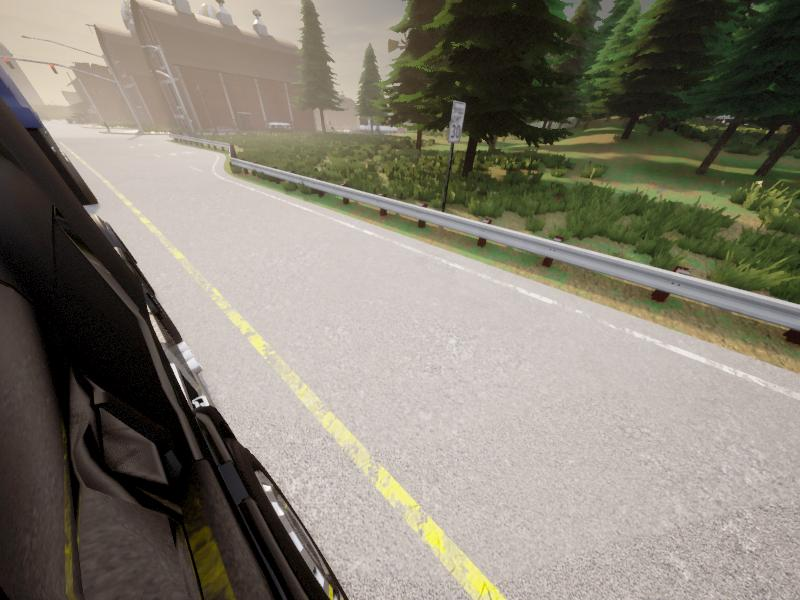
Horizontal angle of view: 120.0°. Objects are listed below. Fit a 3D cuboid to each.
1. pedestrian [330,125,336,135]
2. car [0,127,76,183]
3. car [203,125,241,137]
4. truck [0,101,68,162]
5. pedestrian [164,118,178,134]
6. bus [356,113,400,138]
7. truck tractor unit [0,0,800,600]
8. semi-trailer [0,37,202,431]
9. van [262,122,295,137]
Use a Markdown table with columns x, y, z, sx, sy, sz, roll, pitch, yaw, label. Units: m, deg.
| x | y | z | sx | sy | sz | roll | pitch | yaw | label |
| --- | --- | --- | --- | --- | --- | --- | --- | --- | --- |
| -15.483 | -39.135 | 53.187 | 0.751 | 1.860 | 0.751 | 26 | 43 | 28 | pedestrian |
| -16.059 | -6.230 | 9.719 | 4.902 | 1.511 | 2.128 | 27 | 43 | 29 | car |
| -27.760 | -26.434 | 36.145 | 1.994 | 1.385 | 4.181 | 27 | 43 | 29 | car |
| -21.925 | -9.538 | 12.951 | 5.204 | 2.467 | 2.627 | 27 | 43 | 28 | truck |
| -34.305 | -26.122 | 34.612 | 0.751 | 1.860 | 0.751 | 27 | 43 | 29 | pedestrian |
| -4.824 | -40.446 | 53.906 | 3.944 | 4.253 | 10.273 | 28 | 43 | 29 | bus |
| -2.645 | -0.295 | 0.351 | 6.516 | 4.208 | 3.053 | 28 | 44 | 30 | truck tractor unit |
| -8.745 | -3.573 | 4.180 | 14.254 | 4.402 | 2.717 | 28 | 43 | 29 | semi-trailer |
| -21.932 | -30.776 | 41.759 | 2.069 | 2.038 | 4.480 | 28 | 43 | 29 | van |
